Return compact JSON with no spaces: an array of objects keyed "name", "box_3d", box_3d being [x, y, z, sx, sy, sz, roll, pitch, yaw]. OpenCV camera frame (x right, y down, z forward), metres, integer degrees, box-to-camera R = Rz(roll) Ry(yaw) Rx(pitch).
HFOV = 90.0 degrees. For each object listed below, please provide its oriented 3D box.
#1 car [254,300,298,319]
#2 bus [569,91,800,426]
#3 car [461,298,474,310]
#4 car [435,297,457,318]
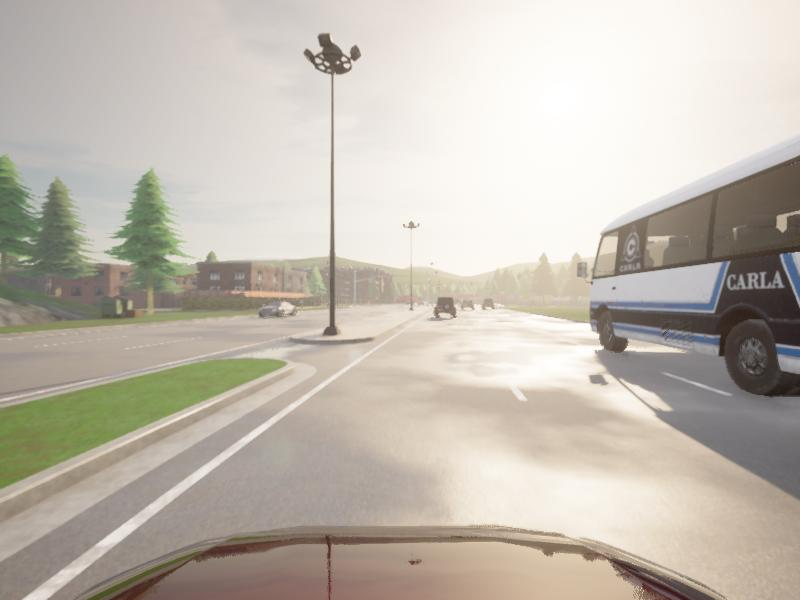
[{"name":"car","box_3d":[-11.249,0.812,36.704,2.038,1.542,4.974,0,0,7]},{"name":"bus","box_3d":[7.399,-0.532,8.709,3.944,4.253,10.273,0,0,5]},{"name":"car","box_3d":[10.696,0.646,63.580,1.932,1.855,4.605,0,0,7]},{"name":"car","box_3d":[4.200,0.640,37.092,1.905,1.878,3.866,0,0,4]}]
